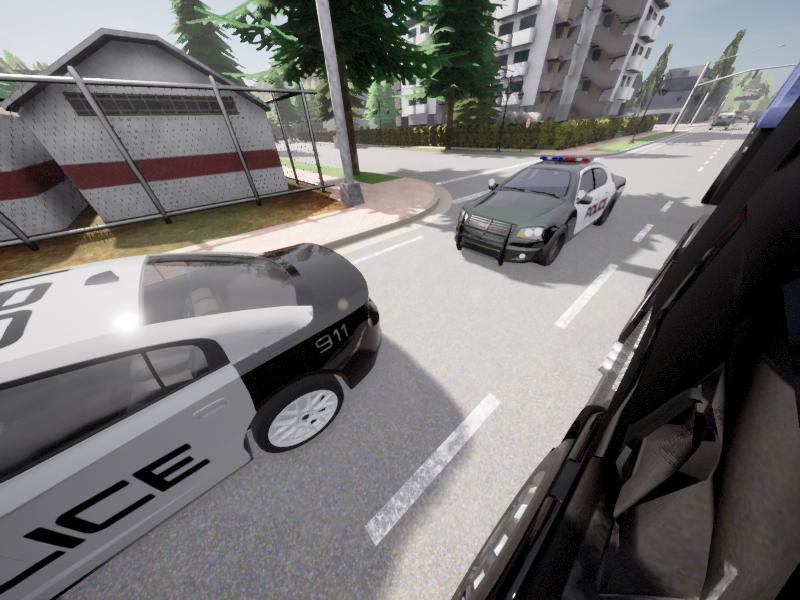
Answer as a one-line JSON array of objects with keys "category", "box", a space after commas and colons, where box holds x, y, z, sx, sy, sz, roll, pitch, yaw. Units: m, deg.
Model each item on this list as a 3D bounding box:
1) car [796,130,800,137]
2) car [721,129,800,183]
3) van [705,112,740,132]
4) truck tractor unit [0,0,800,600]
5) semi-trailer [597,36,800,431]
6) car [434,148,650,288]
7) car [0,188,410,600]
[{"category": "car", "box": [39.552, -16.271, 21.558, 5.366, 1.575, 1.801, -28, 44, -30]}, {"category": "car", "box": [15.515, -6.062, 9.548, 3.806, 1.475, 1.970, -28, 43, -30]}, {"category": "van", "box": [46.169, -25.505, 33.080, 4.480, 2.038, 2.069, -29, 44, -30]}, {"category": "truck tractor unit", "box": [2.645, -0.295, 0.351, 6.516, 4.208, 3.053, -28, 44, -30]}, {"category": "semi-trailer", "box": [8.729, -3.586, 4.193, 14.254, 4.402, 2.717, -28, 43, -29]}, {"category": "car", "box": [3.274, -2.280, 5.204, 4.974, 1.542, 2.038, -28, 44, -30]}, {"category": "car", "box": [-2.545, 0.793, 1.376, 5.238, 1.638, 1.930, -28, 44, -30]}]
